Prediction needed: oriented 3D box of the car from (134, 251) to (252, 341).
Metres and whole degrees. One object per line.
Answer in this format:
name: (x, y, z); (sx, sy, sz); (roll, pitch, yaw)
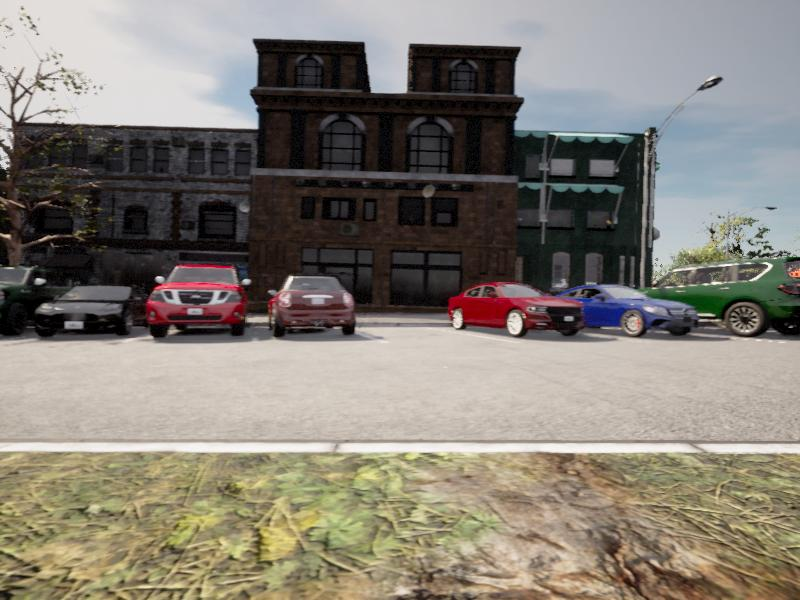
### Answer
car: (-5.772, -0.044, 12.033); (2.435, 2.045, 5.566); (1, -1, -20)

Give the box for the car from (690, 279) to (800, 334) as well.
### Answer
car: (12.244, 0.189, 12.165); (1.946, 1.575, 5.366); (0, -1, -20)

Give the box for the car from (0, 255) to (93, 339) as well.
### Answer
car: (-11.786, -0.047, 12.036); (2.435, 2.045, 5.566); (1, -1, -20)

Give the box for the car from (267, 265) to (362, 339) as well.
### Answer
car: (-2.775, 0.083, 12.017); (2.185, 1.767, 4.553); (0, -1, -20)

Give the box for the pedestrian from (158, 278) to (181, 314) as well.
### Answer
pedestrian: (-12.119, -0.213, 21.020); (0.751, 1.860, 0.751); (2, 0, -3)

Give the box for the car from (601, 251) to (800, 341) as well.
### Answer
car: (9.269, -0.048, 12.029); (2.435, 2.045, 5.566); (0, -1, -20)

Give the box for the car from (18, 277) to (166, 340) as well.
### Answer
car: (-8.782, 0.235, 12.030); (2.163, 1.488, 4.792); (1, -1, -20)

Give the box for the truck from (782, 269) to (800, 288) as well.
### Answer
truck: (53.167, -2.750, 51.632); (2.627, 2.467, 5.204); (2, 4, 1)

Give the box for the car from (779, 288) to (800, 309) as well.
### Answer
car: (28.936, -0.072, 27.660); (4.674, 1.452, 2.002); (1, 0, -19)

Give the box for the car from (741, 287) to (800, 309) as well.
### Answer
car: (28.972, -0.110, 30.618); (4.892, 1.521, 2.231); (1, 0, -19)

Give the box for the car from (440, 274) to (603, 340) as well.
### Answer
car: (3.243, 0.212, 12.031); (2.097, 1.535, 5.008); (1, -1, -20)

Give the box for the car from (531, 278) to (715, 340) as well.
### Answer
car: (6.268, 0.250, 12.015); (2.002, 1.452, 4.674); (1, -1, -20)
